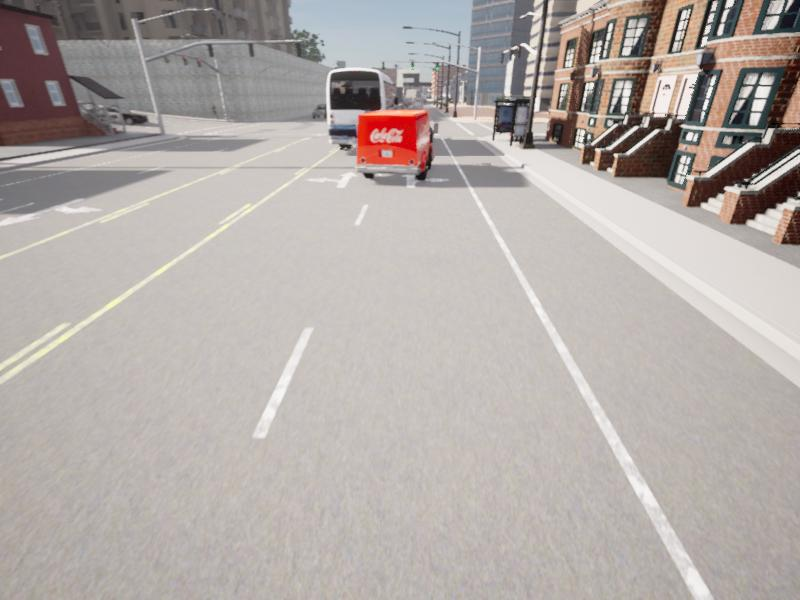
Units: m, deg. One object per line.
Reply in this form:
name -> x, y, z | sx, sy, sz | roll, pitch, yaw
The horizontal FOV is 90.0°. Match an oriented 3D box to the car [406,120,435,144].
car -> 1.481, -12.411, 29.407 | 1.895, 1.301, 4.718 | 1, 27, 2

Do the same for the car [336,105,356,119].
car -> -7.778, -27.180, 57.869 | 2.033, 1.649, 4.856 | 1, 27, 2

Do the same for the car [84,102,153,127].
car -> -27.816, -18.411, 39.657 | 5.238, 1.638, 1.930 | 6, 27, -1

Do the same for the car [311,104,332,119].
car -> -11.283, -27.263, 57.766 | 1.932, 1.855, 4.605 | 1, 27, 2

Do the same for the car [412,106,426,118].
car -> 2.856, -28.624, 60.809 | 2.007, 1.525, 4.514 | 1, 27, 2

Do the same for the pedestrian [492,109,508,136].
pedestrian -> 7.712, -13.682, 30.855 | 0.751, 1.860, 0.751 | -4, 27, -8

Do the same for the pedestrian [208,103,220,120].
pedestrian -> -22.498, -22.829, 48.435 | 0.751, 1.860, 0.751 | 2, 27, 4

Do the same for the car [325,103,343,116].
car -> -10.900, -31.704, 66.522 | 2.097, 1.767, 4.553 | 1, 27, 2

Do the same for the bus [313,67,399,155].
bus -> -2.285, -12.344, 26.046 | 3.944, 4.253, 10.273 | 1, 27, 2

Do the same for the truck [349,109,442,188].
truck -> 0.063, -6.496, 16.590 | 2.627, 2.467, 5.204 | 5, 28, 11
